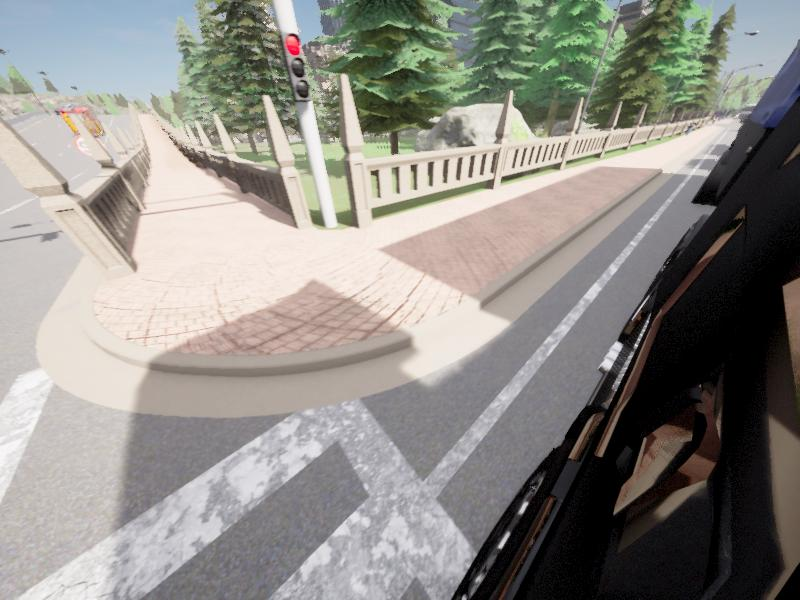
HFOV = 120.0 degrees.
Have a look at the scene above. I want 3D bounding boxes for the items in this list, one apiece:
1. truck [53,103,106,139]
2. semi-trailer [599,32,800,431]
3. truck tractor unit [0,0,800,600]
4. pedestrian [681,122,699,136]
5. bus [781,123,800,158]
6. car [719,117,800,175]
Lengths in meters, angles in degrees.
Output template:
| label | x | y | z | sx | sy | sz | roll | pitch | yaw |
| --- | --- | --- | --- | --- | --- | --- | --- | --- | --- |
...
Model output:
| label | x | y | z | sx | sy | sz | roll | pitch | yaw |
| --- | --- | --- | --- | --- | --- | --- | --- | --- | --- |
| truck | -50.817 | -28.731 | 36.984 | 2.891 | 3.827 | 8.468 | -29 | 51 | -31 |
| semi-trailer | 8.645 | -3.636 | 4.287 | 14.254 | 4.402 | 2.717 | -29 | 44 | -30 |
| truck tractor unit | 2.645 | -0.295 | 0.351 | 6.516 | 4.208 | 3.053 | -28 | 44 | -30 |
| pedestrian | 32.650 | -19.270 | 26.037 | 0.751 | 1.300 | 0.751 | -30 | 45 | -32 |
| bus | 26.664 | -10.574 | 12.616 | 10.273 | 4.253 | 3.944 | -28 | 44 | -31 |
| car | 17.146 | -7.250 | 10.725 | 4.605 | 1.855 | 1.932 | -29 | 44 | -31 |
